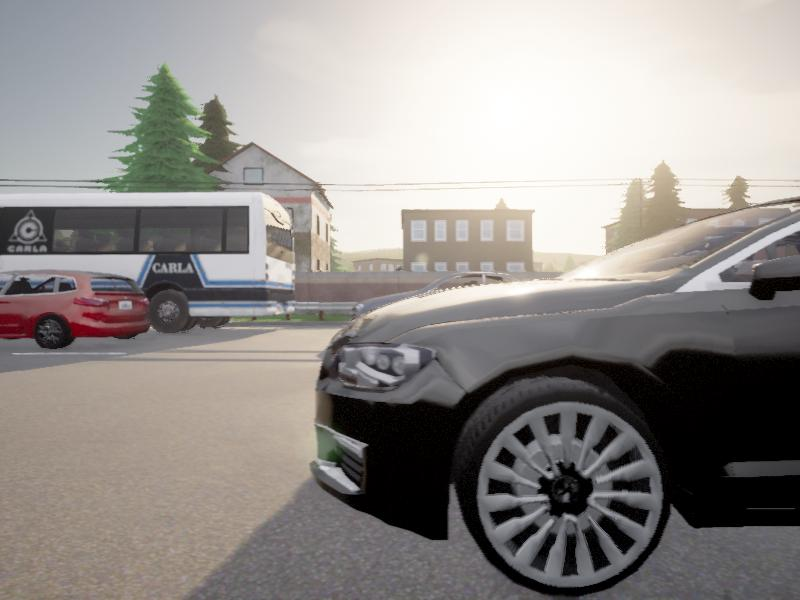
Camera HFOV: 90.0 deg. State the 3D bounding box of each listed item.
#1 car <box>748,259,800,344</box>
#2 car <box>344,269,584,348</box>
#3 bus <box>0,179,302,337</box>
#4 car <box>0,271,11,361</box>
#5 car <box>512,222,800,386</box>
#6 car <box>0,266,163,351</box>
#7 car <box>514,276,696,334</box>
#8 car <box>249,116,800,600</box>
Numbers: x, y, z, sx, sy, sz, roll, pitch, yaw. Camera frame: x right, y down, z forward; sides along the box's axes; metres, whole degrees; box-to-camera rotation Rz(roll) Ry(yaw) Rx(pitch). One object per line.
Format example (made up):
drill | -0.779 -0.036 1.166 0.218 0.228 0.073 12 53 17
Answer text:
car | 10.771 0.032 9.202 3.866 1.878 1.905 0 0 0
car | 1.331 0.179 9.437 5.027 1.651 2.152 0 0 -1
bus | -8.799 -1.123 12.846 10.273 4.253 3.944 0 0 1
car | -8.994 0.263 5.698 4.792 1.488 2.163 0 0 0
car | 3.811 0.036 5.702 3.866 1.878 1.905 -1 0 0
car | -8.319 0.169 9.066 4.611 1.667 2.242 0 0 3
car | 6.250 0.150 12.700 4.611 1.667 2.242 0 0 0
car | 2.023 0.234 2.200 4.902 1.511 2.128 0 0 0
